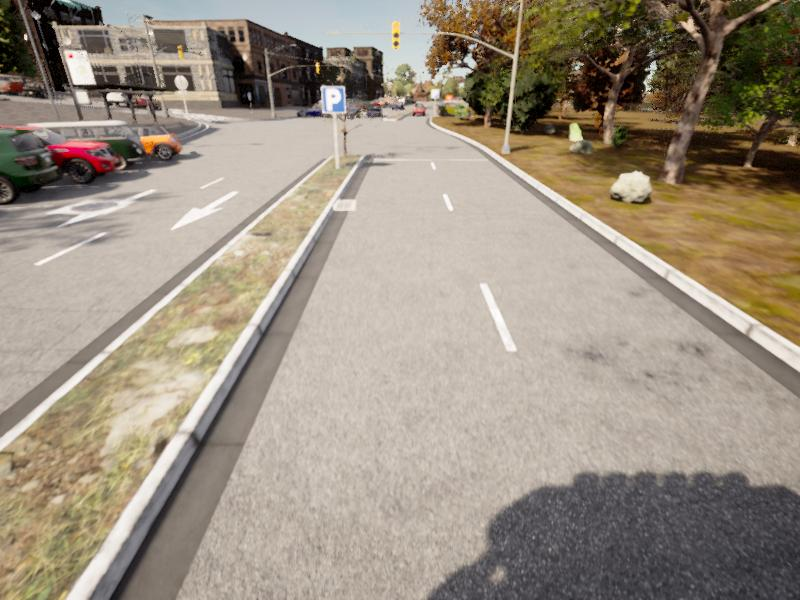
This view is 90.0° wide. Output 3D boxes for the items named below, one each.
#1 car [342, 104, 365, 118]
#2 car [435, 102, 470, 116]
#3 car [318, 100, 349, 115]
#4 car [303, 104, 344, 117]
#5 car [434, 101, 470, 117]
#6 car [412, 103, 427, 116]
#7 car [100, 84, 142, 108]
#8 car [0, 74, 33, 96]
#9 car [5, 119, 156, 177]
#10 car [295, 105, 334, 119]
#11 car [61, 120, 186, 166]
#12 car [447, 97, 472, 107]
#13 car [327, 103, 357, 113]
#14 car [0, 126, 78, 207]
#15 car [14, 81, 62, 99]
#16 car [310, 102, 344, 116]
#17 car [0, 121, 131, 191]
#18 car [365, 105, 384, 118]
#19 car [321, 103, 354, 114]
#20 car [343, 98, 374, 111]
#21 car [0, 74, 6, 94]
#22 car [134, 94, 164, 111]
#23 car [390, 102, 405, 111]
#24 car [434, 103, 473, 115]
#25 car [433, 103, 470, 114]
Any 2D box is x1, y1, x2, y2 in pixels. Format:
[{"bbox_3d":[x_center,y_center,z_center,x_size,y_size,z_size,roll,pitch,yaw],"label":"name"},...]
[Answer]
[{"bbox_3d":[-6.331,-26.142,55.286,2.128,1.511,4.902,3,28,5],"label":"car"},{"bbox_3d":[7.637,-28.028,58.666,4.553,1.767,2.185,-6,28,-12],"label":"car"},{"bbox_3d":[-10.272,-29.685,61.651,4.442,1.987,1.878,-7,28,-12],"label":"car"},{"bbox_3d":[-10.829,-26.745,56.425,5.366,1.575,1.946,-7,28,-13],"label":"car"},{"bbox_3d":[7.255,-26.757,55.980,4.442,1.987,1.878,-6,28,-13],"label":"car"},{"bbox_3d":[2.890,-28.177,59.142,1.851,1.617,3.988,3,27,5],"label":"car"},{"bbox_3d":[-31.179,-22.823,44.867,2.435,2.045,5.566,-4,26,-20],"label":"car"},{"bbox_3d":[-43.159,-23.798,44.349,1.878,1.987,4.442,-3,26,-20],"label":"car"},{"bbox_3d":[-13.615,-6.724,17.494,4.442,1.987,1.878,-10,28,-17],"label":"car"},{"bbox_3d":[-11.473,-25.338,53.784,4.792,1.488,2.163,-8,28,-13],"label":"car"},{"bbox_3d":[-13.641,-7.993,20.190,4.553,1.767,2.185,-10,29,-17],"label":"car"},{"bbox_3d":[14.891,-49.618,100.262,5.566,2.045,2.435,-4,27,-8],"label":"car"},{"bbox_3d":[-9.674,-32.178,67.079,4.674,1.452,2.002,-7,28,-11],"label":"car"},{"bbox_3d":[-13.801,-3.975,12.080,5.566,2.045,2.435,-10,29,-17],"label":"car"},{"bbox_3d":[-40.215,-23.374,44.636,2.231,1.521,4.892,-4,26,-20],"label":"car"},{"bbox_3d":[-10.736,-28.202,58.995,4.553,1.767,2.185,-7,28,-12],"label":"car"},{"bbox_3d":[-13.730,-5.361,14.781,5.566,2.045,2.435,-10,28,-17],"label":"car"},{"bbox_3d":[-3.417,-25.608,54.293,1.816,1.474,4.193,2,27,5],"label":"car"},{"bbox_3d":[-10.046,-30.841,64.398,4.892,1.521,2.231,-7,27,-12],"label":"car"},{"bbox_3d":[-8.041,-37.926,77.606,5.566,2.045,2.435,-6,27,-10],"label":"car"},{"bbox_3d":[-46.174,-24.062,44.244,1.878,1.987,4.442,-3,26,-20],"label":"car"},{"bbox_3d":[-28.186,-22.288,45.076,2.002,1.452,4.674,-4,26,-20],"label":"car"},{"bbox_3d":[-0.415,-37.051,76.496,2.163,1.488,4.792,4,27,7],"label":"car"},{"bbox_3d":[8.171,-29.288,61.384,5.366,1.575,1.946,-6,28,-12],"label":"car"},{"bbox_3d":[8.152,-30.599,63.916,5.366,1.575,1.946,-5,28,-12],"label":"car"}]
